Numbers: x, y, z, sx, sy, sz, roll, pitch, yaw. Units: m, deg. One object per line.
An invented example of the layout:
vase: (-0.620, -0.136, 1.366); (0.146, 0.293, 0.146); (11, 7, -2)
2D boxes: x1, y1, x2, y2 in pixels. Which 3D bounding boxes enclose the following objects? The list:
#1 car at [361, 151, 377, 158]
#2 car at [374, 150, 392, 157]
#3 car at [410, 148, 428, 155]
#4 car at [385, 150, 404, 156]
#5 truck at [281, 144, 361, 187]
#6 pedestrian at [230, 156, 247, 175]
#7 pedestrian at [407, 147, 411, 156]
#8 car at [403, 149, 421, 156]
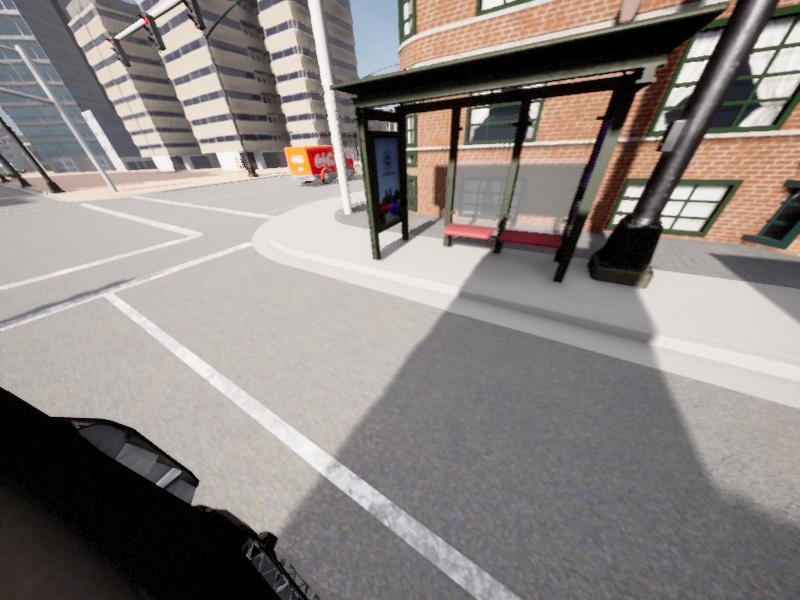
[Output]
car: (-10.042, -47.424, 75.392); (4.792, 1.488, 2.163); (14, 37, 26)
car: (-5.119, -44.100, 69.560); (4.856, 1.649, 2.033); (14, 37, 26)
car: (5.531, -43.560, 67.696); (5.008, 1.535, 1.882); (14, 37, 25)
car: (-1.683, -45.326, 71.275); (5.357, 1.411, 2.033); (14, 37, 25)
truck: (-5.862, -10.672, 18.180); (2.627, 2.467, 5.204); (16, 38, 26)
pedestrian: (-19.325, -16.102, 27.706); (0.751, 1.860, 0.751); (12, 36, 21)
pedestrian: (2.235, -37.309, 57.906); (0.751, 1.860, 0.751); (6, 35, 13)
car: (3.326, -41.893, 65.466); (4.674, 1.442, 1.812); (14, 37, 25)
